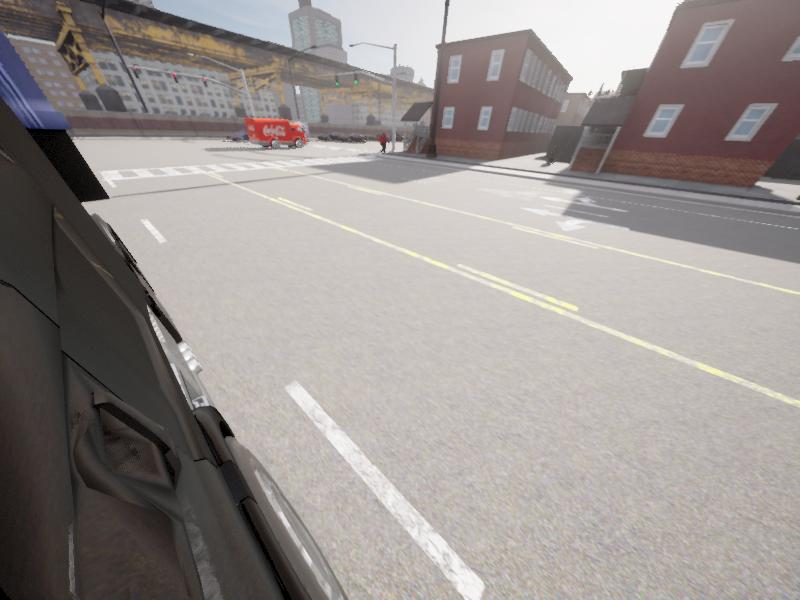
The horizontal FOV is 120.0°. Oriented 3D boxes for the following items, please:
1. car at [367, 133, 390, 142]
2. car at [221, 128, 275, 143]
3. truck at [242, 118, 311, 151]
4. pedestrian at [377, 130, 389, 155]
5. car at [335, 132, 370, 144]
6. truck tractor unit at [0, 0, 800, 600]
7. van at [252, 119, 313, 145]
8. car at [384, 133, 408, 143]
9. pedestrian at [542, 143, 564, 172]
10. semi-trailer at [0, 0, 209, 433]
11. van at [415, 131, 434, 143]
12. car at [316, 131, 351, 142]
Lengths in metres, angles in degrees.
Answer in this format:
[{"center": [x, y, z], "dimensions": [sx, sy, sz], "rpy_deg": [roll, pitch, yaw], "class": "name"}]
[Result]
[{"center": [-4.172, -31.924, 45.343], "dimensions": [1.994, 1.385, 4.181], "rpy_deg": [28, 43, 30], "class": "car"}, {"center": [-19.675, -21.481, 30.226], "dimensions": [2.033, 1.411, 5.357], "rpy_deg": [28, 43, 30], "class": "car"}, {"center": [-12.491, -17.055, 23.811], "dimensions": [2.627, 2.467, 5.204], "rpy_deg": [28, 43, 30], "class": "truck"}, {"center": [-1.525, -14.500, 21.284], "dimensions": [0.751, 1.860, 0.751], "rpy_deg": [27, 43, 29], "class": "pedestrian"}, {"center": [-7.596, -26.397, 37.639], "dimensions": [2.033, 1.411, 5.357], "rpy_deg": [28, 43, 30], "class": "car"}, {"center": [-2.645, -0.295, 0.351], "dimensions": [6.516, 4.208, 3.053], "rpy_deg": [28, 44, 30], "class": "truck tractor unit"}, {"center": [-14.783, -21.500, 29.698], "dimensions": [2.351, 2.431, 6.366], "rpy_deg": [23, 41, 25], "class": "van"}, {"center": [-0.706, -31.086, 44.327], "dimensions": [1.837, 1.490, 4.892], "rpy_deg": [28, 44, 30], "class": "car"}, {"center": [11.947, -11.171, 18.132], "dimensions": [0.751, 1.860, 0.751], "rpy_deg": [14, 38, 14], "class": "pedestrian"}, {"center": [-9.205, -3.193, 3.668], "dimensions": [14.254, 4.402, 2.717], "rpy_deg": [22, 40, 24], "class": "semi-trailer"}, {"center": [5.297, -35.322, 50.020], "dimensions": [1.775, 1.987, 4.442], "rpy_deg": [28, 43, 30], "class": "van"}, {"center": [-11.069, -27.287, 38.617], "dimensions": [2.033, 1.411, 5.357], "rpy_deg": [28, 43, 30], "class": "car"}]
